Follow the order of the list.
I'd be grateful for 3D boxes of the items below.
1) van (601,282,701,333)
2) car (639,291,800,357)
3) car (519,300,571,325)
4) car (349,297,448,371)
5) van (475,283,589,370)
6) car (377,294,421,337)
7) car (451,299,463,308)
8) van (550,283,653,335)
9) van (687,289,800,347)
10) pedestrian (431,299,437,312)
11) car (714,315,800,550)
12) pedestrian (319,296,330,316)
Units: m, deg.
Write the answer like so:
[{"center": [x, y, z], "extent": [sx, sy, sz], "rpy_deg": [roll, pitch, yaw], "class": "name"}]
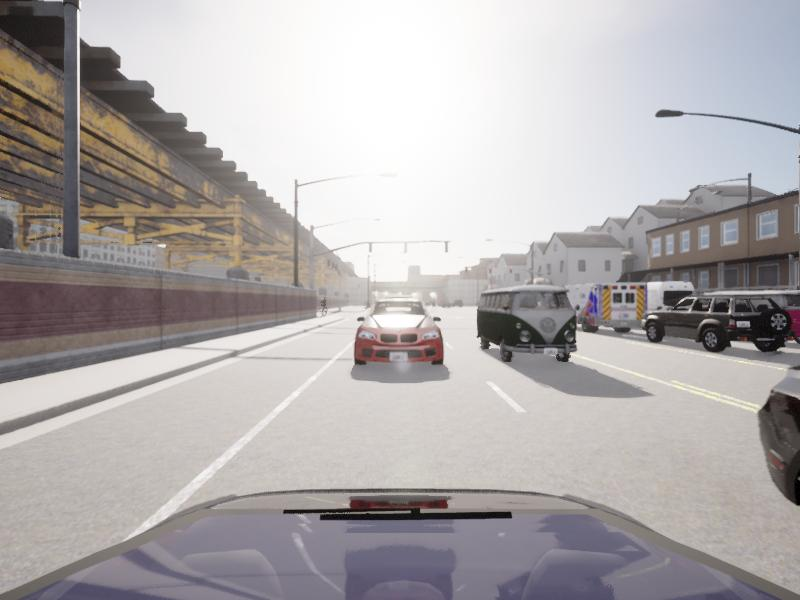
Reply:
[{"center": [13.933, 0.369, 22.819], "extent": [1.988, 2.561, 5.915], "rpy_deg": [0, 0, 0], "class": "van"}, {"center": [10.465, 0.681, 13.606], "extent": [1.932, 1.855, 4.605], "rpy_deg": [0, 0, 0], "class": "car"}, {"center": [10.428, 0.837, 29.142], "extent": [2.033, 1.649, 4.856], "rpy_deg": [0, 0, 0], "class": "car"}, {"center": [-0.029, 0.782, 11.332], "extent": [2.242, 1.667, 4.611], "rpy_deg": [0, 0, 0], "class": "car"}, {"center": [3.472, 0.624, 11.447], "extent": [1.775, 1.987, 4.442], "rpy_deg": [0, 0, 0], "class": "van"}, {"center": [-0.049, 0.686, 19.378], "extent": [1.905, 1.878, 3.866], "rpy_deg": [0, 0, 0], "class": "car"}, {"center": [13.770, 0.763, 96.541], "extent": [2.150, 2.045, 5.566], "rpy_deg": [0, 0, 0], "class": "car"}, {"center": [10.448, 0.422, 21.580], "extent": [2.351, 2.431, 6.366], "rpy_deg": [0, 0, 0], "class": "van"}, {"center": [13.952, 0.628, 15.980], "extent": [1.775, 1.987, 4.442], "rpy_deg": [0, 0, 0], "class": "van"}, {"center": [4.758, 0.750, 55.895], "extent": [0.751, 1.860, 0.751], "rpy_deg": [0, 0, -9], "class": "pedestrian"}, {"center": [3.494, 0.850, 0.829], "extent": [1.837, 1.490, 4.892], "rpy_deg": [0, -1, 0], "class": "car"}, {"center": [-6.965, 0.562, 36.920], "extent": [0.751, 1.860, 0.751], "rpy_deg": [0, 0, 25], "class": "pedestrian"}]
